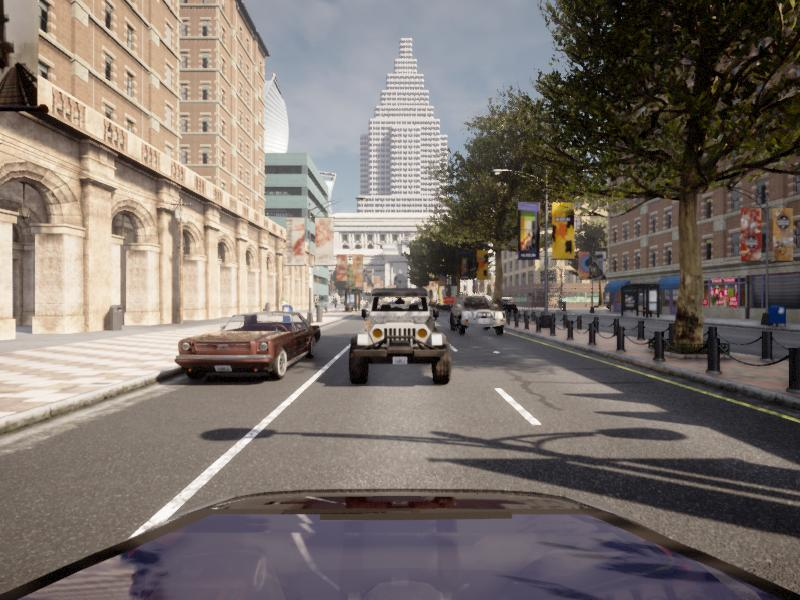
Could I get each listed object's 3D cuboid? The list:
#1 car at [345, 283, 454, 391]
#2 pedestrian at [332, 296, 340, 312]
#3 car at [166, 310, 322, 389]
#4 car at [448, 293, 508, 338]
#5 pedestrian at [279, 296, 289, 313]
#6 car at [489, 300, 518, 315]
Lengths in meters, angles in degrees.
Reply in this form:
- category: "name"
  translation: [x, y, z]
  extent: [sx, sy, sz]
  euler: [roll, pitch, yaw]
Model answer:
- category: "car"
  translation: [-0.001, 0.647, 8.928]
  extent: [1.905, 1.878, 3.866]
  euler: [0, 0, 0]
- category: "pedestrian"
  translation: [-7.487, 0.492, 46.578]
  extent: [0.751, 1.860, 0.751]
  euler: [0, 0, 2]
- category: "car"
  translation: [-3.250, 0.940, 9.526]
  extent: [1.895, 1.301, 4.718]
  euler: [0, 0, 0]
- category: "car"
  translation: [3.500, 0.655, 18.870]
  extent: [1.932, 1.855, 4.605]
  euler: [0, 0, 0]
- category: "pedestrian"
  translation: [-12.379, 0.491, 42.629]
  extent: [0.751, 1.860, 0.751]
  euler: [0, 0, 6]
- category: "car"
  translation: [11.497, 0.777, 44.700]
  extent: [1.930, 1.638, 5.238]
  euler: [0, 0, 0]
